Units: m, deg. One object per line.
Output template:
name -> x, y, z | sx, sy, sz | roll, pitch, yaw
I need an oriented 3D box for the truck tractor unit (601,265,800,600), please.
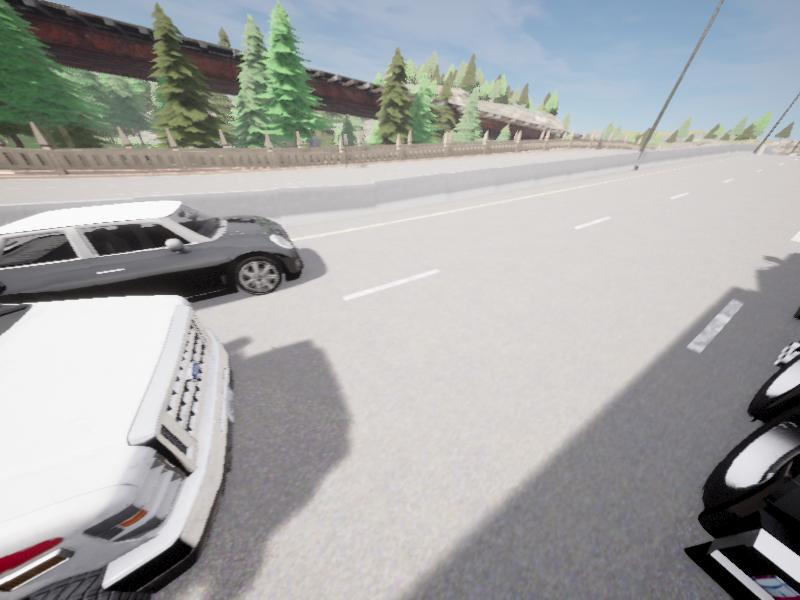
truck tractor unit -> 5.098, -0.318, 0.754 | 6.516, 4.208, 3.053 | -19, 39, -23

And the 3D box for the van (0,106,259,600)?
van -> -4.179, 1.168, 0.217 | 6.366, 2.431, 2.351 | -18, 39, -25

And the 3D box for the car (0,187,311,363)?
car -> -3.862, -0.834, 3.962 | 3.806, 1.475, 1.970 | -18, 39, -24
